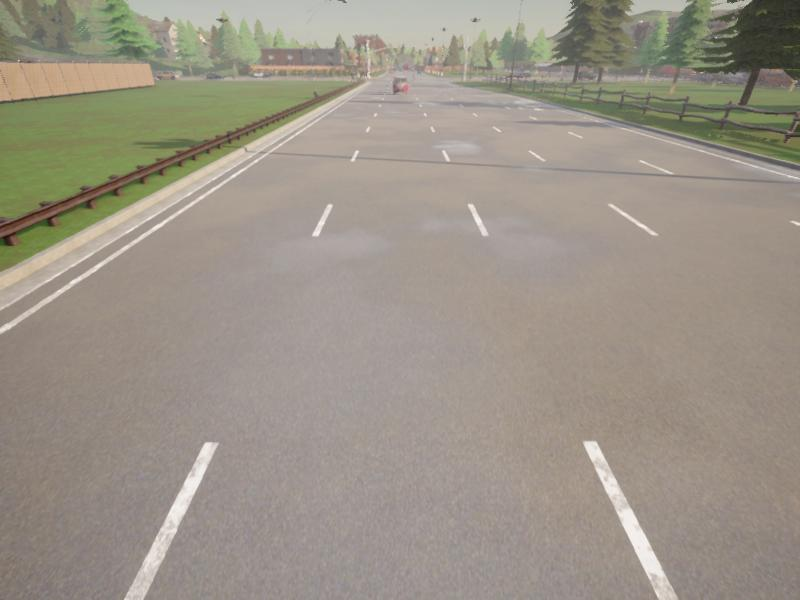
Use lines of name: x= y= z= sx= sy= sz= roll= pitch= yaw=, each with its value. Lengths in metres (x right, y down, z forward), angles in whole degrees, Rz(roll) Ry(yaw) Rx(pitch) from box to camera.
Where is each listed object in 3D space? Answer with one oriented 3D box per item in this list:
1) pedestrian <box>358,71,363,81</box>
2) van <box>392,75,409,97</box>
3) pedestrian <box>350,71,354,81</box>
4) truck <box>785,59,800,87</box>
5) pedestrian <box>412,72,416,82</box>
pedestrian: x=-8.544 y=-48.426 z=86.498 sx=0.751 sy=1.860 sz=0.751 roll=2 pitch=30 yaw=3
van: x=0.038 y=-24.595 z=45.854 sx=1.775 sy=1.987 sz=4.442 roll=0 pitch=31 yaw=0
pedestrian: x=-10.289 y=-48.351 z=86.370 sx=0.751 sy=1.860 sz=0.751 roll=-3 pitch=31 yaw=-4
truck: x=64.760 y=-34.656 z=61.197 sx=2.891 sy=3.827 sz=8.468 roll=0 pitch=30 yaw=0
pedestrian: x=2.844 y=-44.586 z=79.967 sx=0.751 sy=1.860 sz=0.751 roll=2 pitch=31 yaw=4
